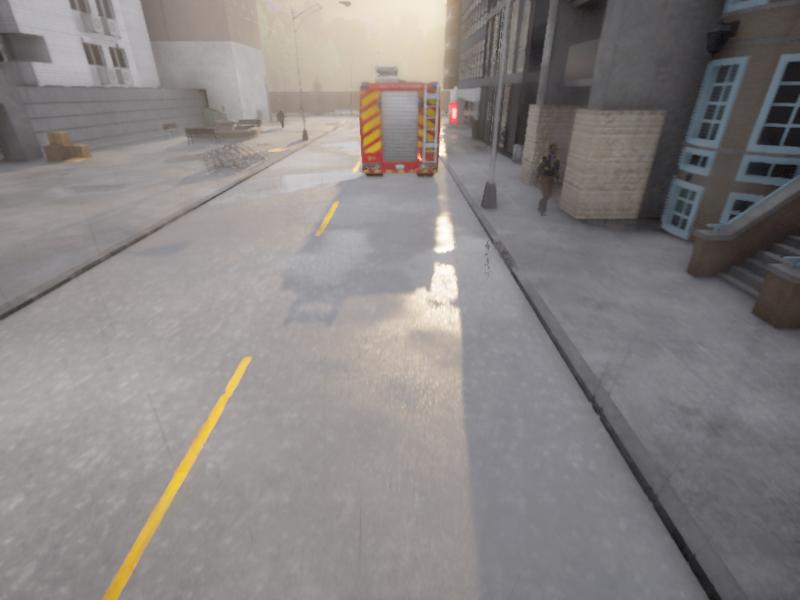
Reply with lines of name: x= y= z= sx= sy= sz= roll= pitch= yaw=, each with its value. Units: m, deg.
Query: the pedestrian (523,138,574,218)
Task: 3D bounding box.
pedestrian: x=3.766 y=-3.124 z=10.256 sx=0.751 sy=1.860 sz=0.751 roll=0 pitch=27 yaw=1

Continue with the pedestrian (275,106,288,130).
pedestrian: x=-10.498 y=-16.162 z=35.495 sx=0.751 sy=1.860 sz=0.751 roll=-5 pitch=28 yaw=-9

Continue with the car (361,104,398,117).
car: x=-2.843 y=-26.562 z=56.087 sx=5.008 sy=1.535 sz=1.882 roll=0 pitch=27 yaw=0

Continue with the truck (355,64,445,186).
truck: x=-0.002 y=-7.842 z=17.516 sx=2.891 sy=3.827 sz=8.468 roll=0 pitch=27 yaw=0

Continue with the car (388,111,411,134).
car: x=-0.009 y=-15.288 z=34.393 sx=1.837 sy=1.490 sz=4.892 roll=0 pitch=27 yaw=0

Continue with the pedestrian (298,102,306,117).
pedestrian: x=-13.633 y=-26.403 z=55.441 sx=0.751 sy=1.860 sz=0.751 roll=0 pitch=27 yaw=0

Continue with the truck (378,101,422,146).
truck: x=-0.008 y=-11.966 z=26.933 sx=2.627 sy=2.467 sz=5.204 roll=0 pitch=27 yaw=0
